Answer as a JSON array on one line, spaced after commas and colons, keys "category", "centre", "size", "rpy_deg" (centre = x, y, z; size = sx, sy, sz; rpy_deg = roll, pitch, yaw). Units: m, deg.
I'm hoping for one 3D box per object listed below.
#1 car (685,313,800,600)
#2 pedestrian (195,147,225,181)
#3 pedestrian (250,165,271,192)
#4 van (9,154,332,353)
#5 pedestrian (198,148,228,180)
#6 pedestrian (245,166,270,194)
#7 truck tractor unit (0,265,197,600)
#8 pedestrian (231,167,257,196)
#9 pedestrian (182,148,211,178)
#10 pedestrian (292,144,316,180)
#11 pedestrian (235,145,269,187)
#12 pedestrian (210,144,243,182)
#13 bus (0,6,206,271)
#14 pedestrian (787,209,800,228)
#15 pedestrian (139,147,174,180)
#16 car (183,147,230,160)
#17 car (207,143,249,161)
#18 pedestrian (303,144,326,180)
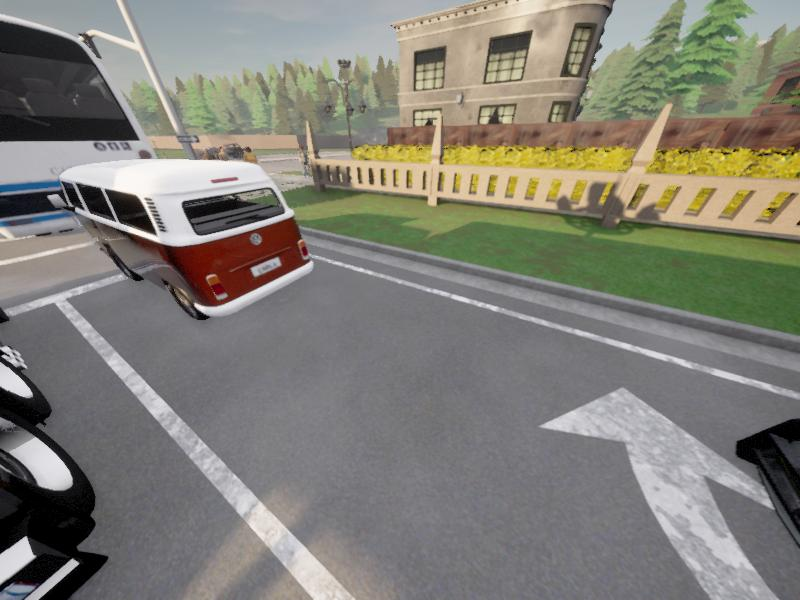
[{"category": "car", "centre": [4.633, 1.671, 0.232], "size": [4.974, 1.542, 2.038], "rpy_deg": [18, 39, 24]}, {"category": "pedestrian", "centre": [-12.685, -9.103, 15.477], "size": [0.751, 1.860, 0.751], "rpy_deg": [20, 40, 27]}, {"category": "pedestrian", "centre": [-6.890, -6.039, 11.442], "size": [0.500, 1.100, 0.500], "rpy_deg": [-27, 43, -33]}, {"category": "van", "centre": [-3.784, -1.287, 4.077], "size": [4.480, 2.038, 2.069], "rpy_deg": [18, 39, 25]}, {"category": "pedestrian", "centre": [-13.189, -9.635, 16.371], "size": [0.751, 1.860, 0.751], "rpy_deg": [10, 36, 14]}, {"category": "pedestrian", "centre": [-6.756, -5.712, 10.971], "size": [0.500, 1.100, 0.500], "rpy_deg": [16, 38, 22]}, {"category": "truck tractor unit", "centre": [-5.117, -0.292, 0.786], "size": [6.516, 4.208, 3.053], "rpy_deg": [18, 39, 24]}, {"category": "pedestrian", "centre": [-7.089, -5.417, 10.549], "size": [0.500, 1.100, 0.500], "rpy_deg": [-5, 35, -7]}, {"category": "pedestrian", "centre": [-15.297, -10.312, 17.382], "size": [0.751, 1.860, 0.751], "rpy_deg": [14, 37, 20]}, {"category": "pedestrian", "centre": [-6.065, -8.743, 14.656], "size": [0.751, 1.860, 0.751], "rpy_deg": [17, 38, 23]}, {"category": "pedestrian", "centre": [-7.816, -7.127, 12.274], "size": [0.751, 1.860, 0.751], "rpy_deg": [21, 40, 27]}, {"category": "pedestrian", "centre": [-10.272, -8.106, 13.713], "size": [0.751, 1.860, 0.751], "rpy_deg": [21, 40, 27]}, {"category": "bus", "centre": [-11.538, -4.966, 7.476], "size": [10.273, 4.253, 3.944], "rpy_deg": [23, 41, 30]}, {"category": "pedestrian", "centre": [11.819, -2.797, 6.020], "size": [0.751, 1.860, 0.751], "rpy_deg": [18, 39, 24]}, {"category": "pedestrian", "centre": [-16.650, -9.345, 15.841], "size": [0.751, 1.860, 0.751], "rpy_deg": [18, 39, 24]}, {"category": "car", "centre": [-27.461, -20.991, 33.042], "size": [1.812, 1.442, 4.674], "rpy_deg": [18, 39, 25]}, {"category": "car", "centre": [-23.895, -20.702, 32.217], "size": [1.905, 1.878, 3.866], "rpy_deg": [18, 39, 25]}, {"category": "pedestrian", "centre": [-5.333, -8.593, 14.437], "size": [0.751, 1.860, 0.751], "rpy_deg": [5, 35, 7]}]
